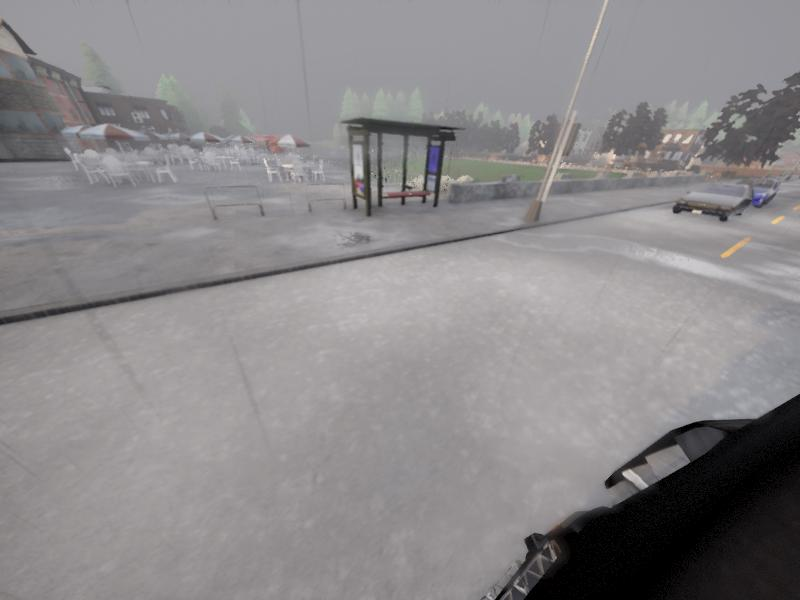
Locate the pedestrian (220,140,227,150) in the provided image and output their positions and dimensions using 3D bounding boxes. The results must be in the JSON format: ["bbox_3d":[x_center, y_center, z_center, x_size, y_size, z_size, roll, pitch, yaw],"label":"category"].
[{"bbox_3d":[-39.500,-34.630,51.690,0.751,1.860,0.751,-16,38,-26],"label":"pedestrian"}]

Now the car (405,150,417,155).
[{"bbox_3d":[4.484,-59.354,92.872,4.514,1.525,2.007,-16,38,-26],"label":"car"}]

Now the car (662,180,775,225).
[{"bbox_3d":[15.629,-4.928,11.310,5.357,1.411,2.033,-16,38,-26],"label":"car"}]

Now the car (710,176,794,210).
[{"bbox_3d":[22.390,-6.924,14.702,4.514,1.525,2.007,-16,38,-26],"label":"car"}]

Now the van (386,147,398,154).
[{"bbox_3d":[-3.075,-57.408,88.893,4.442,1.987,1.775,-16,38,-26],"label":"van"}]

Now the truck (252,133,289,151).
[{"bbox_3d":[-37.511,-45.751,67.073,8.468,3.827,2.891,-16,38,-26],"label":"truck"}]
